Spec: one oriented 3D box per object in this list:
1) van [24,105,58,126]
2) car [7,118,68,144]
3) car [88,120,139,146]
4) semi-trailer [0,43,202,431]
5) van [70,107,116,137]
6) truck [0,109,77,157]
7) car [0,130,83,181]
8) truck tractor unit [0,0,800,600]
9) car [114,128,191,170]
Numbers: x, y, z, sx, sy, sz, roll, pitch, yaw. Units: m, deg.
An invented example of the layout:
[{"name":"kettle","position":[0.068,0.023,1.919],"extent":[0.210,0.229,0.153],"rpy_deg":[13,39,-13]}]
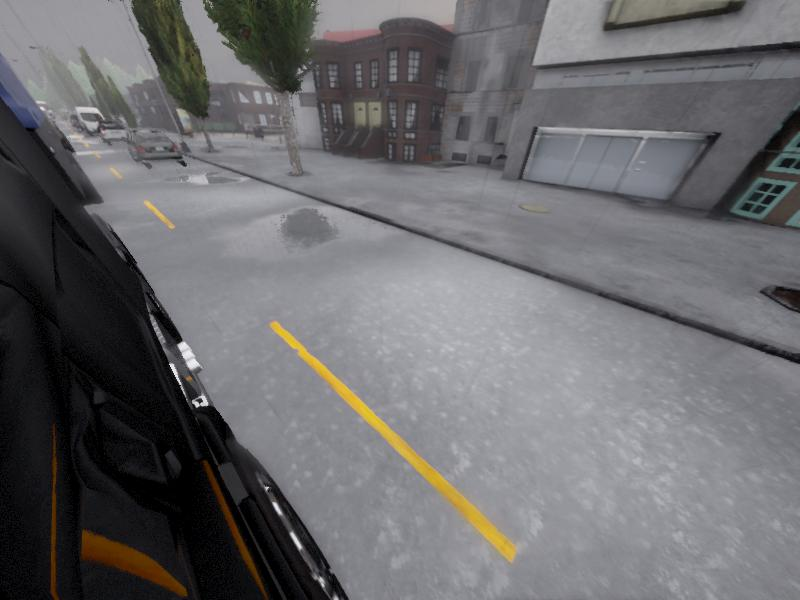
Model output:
[{"name":"van","position":[-60.298,-30.972,38.890],"extent":[5.915,2.561,1.988],"rpy_deg":[29,44,30]},{"name":"car","position":[-30.353,-14.289,19.480],"extent":[4.902,1.511,2.128],"rpy_deg":[29,44,30]},{"name":"car","position":[-24.625,-14.349,19.851],"extent":[3.988,1.617,1.851],"rpy_deg":[29,44,30]},{"name":"semi-trailer","position":[-8.693,-3.613,4.227],"extent":[14.254,4.402,2.717],"rpy_deg":[28,44,30]},{"name":"van","position":[-35.992,-20.898,27.068],"extent":[5.915,2.561,1.988],"rpy_deg":[29,44,30]},{"name":"truck","position":[-23.173,-10.630,14.577],"extent":[6.274,2.098,2.390],"rpy_deg":[29,44,30]},{"name":"car","position":[-15.811,-6.325,9.923],"extent":[4.181,1.385,1.994],"rpy_deg":[29,44,30]},{"name":"truck tractor unit","position":[-2.645,-0.295,0.351],"extent":[6.516,4.208,3.053],"rpy_deg":[28,44,30]},{"name":"car","position":[-13.235,-8.137,12.349],"extent":[3.705,1.549,1.789],"rpy_deg":[29,44,30]}]
